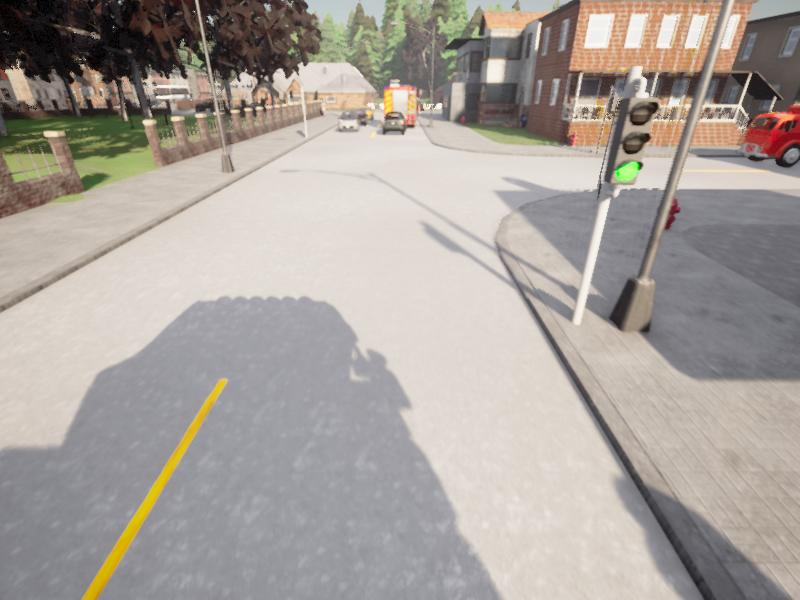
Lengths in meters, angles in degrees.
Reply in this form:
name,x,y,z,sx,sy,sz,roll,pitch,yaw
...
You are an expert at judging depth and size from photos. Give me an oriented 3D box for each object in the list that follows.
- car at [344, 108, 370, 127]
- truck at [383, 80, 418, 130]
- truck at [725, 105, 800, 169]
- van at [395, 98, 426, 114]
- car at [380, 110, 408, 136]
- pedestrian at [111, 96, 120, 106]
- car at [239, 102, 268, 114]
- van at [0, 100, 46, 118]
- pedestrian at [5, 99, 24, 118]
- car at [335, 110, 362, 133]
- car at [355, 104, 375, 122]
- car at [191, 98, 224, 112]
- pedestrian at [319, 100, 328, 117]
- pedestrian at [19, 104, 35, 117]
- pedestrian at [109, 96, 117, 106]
name,x,y,z,sx,sy,sz,roll,pitch,yaw
car,-4.079,-17.900,39.176,2.033,1.411,5.357,0,28,-1
truck,0.017,-18.599,37.914,2.891,3.827,8.468,0,28,0
truck,18.757,-7.439,18.138,5.204,2.467,2.627,1,28,2
van,1.516,-28.355,58.569,4.442,1.987,1.775,1,28,0
car,-0.395,-13.960,31.429,1.851,1.617,3.988,2,28,3
pedestrian,-57.701,-40.365,81.050,0.751,1.860,0.751,13,30,23
car,-22.751,-29.886,62.277,3.633,1.501,1.845,0,28,0
van,-49.334,-24.919,52.108,2.069,2.038,4.480,0,28,0
pedestrian,-44.537,-22.147,46.270,0.751,1.860,0.751,1,28,1
car,-4.188,-14.853,33.197,1.845,1.501,3.633,-1,28,-2
car,-3.954,-21.390,45.653,1.801,1.575,5.366,0,28,0
car,-29.660,-30.124,61.832,3.866,1.878,1.905,0,28,0
pedestrian,-9.383,-23.544,49.164,0.751,1.860,0.751,0,28,0
pedestrian,-44.549,-22.607,47.755,0.751,1.300,0.751,-1,28,-3
pedestrian,-58.278,-40.483,81.272,0.751,1.860,0.751,21,34,34
